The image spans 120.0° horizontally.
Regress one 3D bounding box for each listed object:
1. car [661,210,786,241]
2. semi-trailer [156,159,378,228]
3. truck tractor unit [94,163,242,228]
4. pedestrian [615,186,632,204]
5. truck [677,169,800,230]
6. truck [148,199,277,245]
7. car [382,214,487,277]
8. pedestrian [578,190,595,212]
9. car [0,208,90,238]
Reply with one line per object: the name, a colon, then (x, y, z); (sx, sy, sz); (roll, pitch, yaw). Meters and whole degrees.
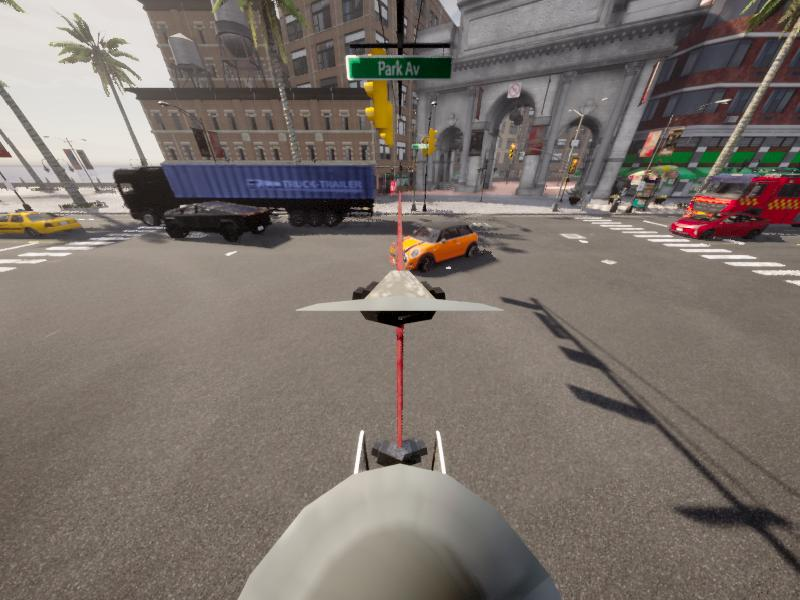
car: (20.473, -4.847, 14.875); (4.514, 1.525, 2.007); (0, 30, 1)
semi-trailer: (-8.999, -8.020, 17.476); (14.254, 4.402, 2.717); (0, 30, 1)
truck tractor unit: (-16.918, -7.970, 17.606); (6.516, 4.208, 3.053); (0, 30, 1)
pedestrian: (26.447, -12.441, 27.349); (0.751, 1.860, 0.751); (24, 38, 35)
truck: (27.628, -7.554, 17.265); (8.468, 3.827, 2.891); (0, 30, 1)
truck: (-11.655, -5.080, 14.706); (6.274, 2.098, 2.390); (6, 30, 11)
car: (1.683, -2.810, 11.076); (4.553, 1.767, 2.097); (-20, 35, -30)
pedestrian: (18.049, -9.579, 22.383); (0.751, 1.860, 0.751); (18, 35, 28)
car: (-24.785, -5.128, 15.306); (5.366, 1.575, 1.801); (0, 30, 1)
